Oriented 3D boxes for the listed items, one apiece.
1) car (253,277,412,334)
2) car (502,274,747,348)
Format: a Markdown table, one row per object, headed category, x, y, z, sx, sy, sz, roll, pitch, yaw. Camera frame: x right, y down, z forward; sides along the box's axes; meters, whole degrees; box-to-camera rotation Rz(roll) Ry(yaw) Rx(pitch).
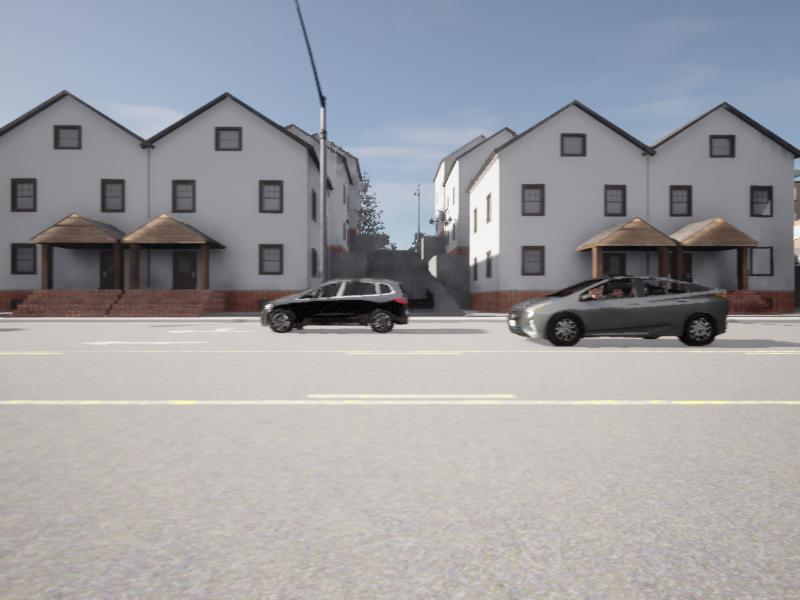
| category | x | y | z | sx | sy | sz | roll | pitch | yaw |
| --- | --- | --- | --- | --- | --- | --- | --- | --- | --- |
| car | -1.958 | 0.157 | 12.689 | 4.611 | 1.667 | 2.242 | 0 | 0 | 0 |
| car | 4.855 | 0.228 | 9.201 | 4.514 | 1.525 | 2.007 | 0 | 0 | 0 |
